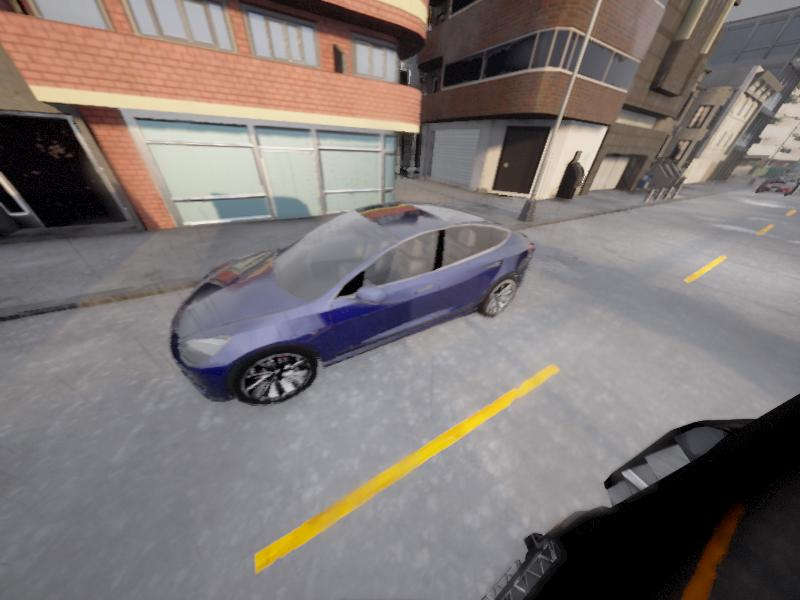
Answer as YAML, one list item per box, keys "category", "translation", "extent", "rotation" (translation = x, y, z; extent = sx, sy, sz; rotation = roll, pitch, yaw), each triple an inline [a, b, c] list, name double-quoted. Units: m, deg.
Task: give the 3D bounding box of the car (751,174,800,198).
- category: "car"
  translation: [32.658, -9.863, 19.829]
  extent: [4.193, 1.474, 1.816]
  rotation: [-16, 38, -26]

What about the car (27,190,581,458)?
- category: "car"
  translation: [-0.188, -0.469, 3.268]
  extent: [4.792, 1.488, 2.163]
  rotation: [-16, 38, -26]
